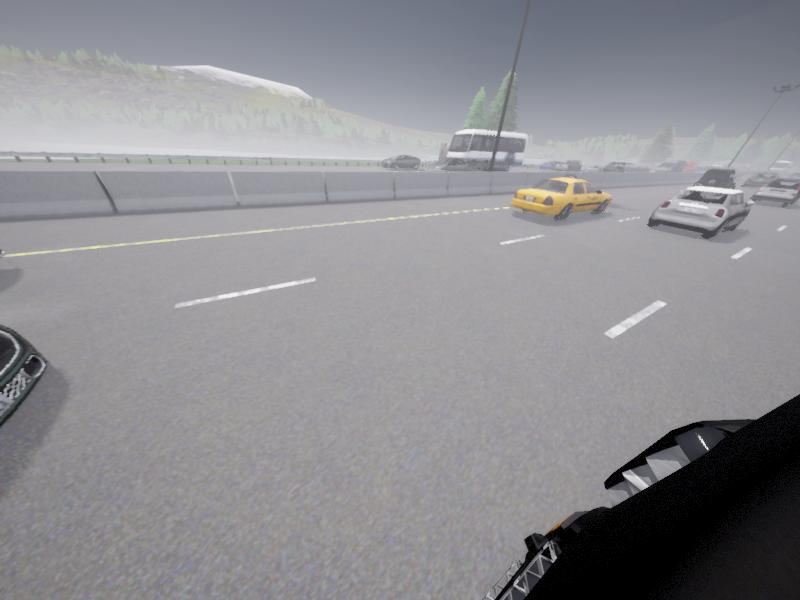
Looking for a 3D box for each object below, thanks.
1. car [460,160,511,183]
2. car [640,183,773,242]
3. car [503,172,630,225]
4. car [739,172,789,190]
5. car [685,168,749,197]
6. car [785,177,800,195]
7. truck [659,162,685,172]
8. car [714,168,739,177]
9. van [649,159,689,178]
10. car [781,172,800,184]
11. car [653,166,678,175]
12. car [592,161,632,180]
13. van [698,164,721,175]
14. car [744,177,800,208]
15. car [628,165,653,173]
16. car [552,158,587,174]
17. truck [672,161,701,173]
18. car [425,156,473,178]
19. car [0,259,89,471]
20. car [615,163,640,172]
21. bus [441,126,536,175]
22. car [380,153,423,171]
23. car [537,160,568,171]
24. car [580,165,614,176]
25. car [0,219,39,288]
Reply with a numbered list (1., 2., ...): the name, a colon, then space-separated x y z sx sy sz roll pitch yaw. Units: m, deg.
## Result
1. car: 7.436 -11.219 20.152 3.705 1.549 1.789 -15 37 -25
2. car: 11.742 -3.512 8.918 3.806 1.475 1.970 -15 38 -25
3. car: 7.241 -4.549 10.024 5.366 1.575 1.801 -15 38 -25
4. car: 44.584 -14.667 28.292 4.611 1.667 2.242 -15 38 -25
5. car: 26.639 -9.913 19.437 3.866 1.878 1.905 -15 38 -25
6. car: 42.325 -11.624 23.636 3.633 1.501 1.845 -10 35 -19
7. truck: 73.199 -35.828 62.236 6.274 2.098 2.390 -15 38 -25
8. car: 75.872 -29.649 53.710 4.902 1.511 2.128 -15 38 -25
9. van: 44.127 -21.532 37.849 5.915 2.561 1.988 -15 37 -25
10. car: 71.013 -21.791 41.246 4.856 1.649 2.033 -15 38 -25
11. car: 52.285 -25.508 45.483 4.193 1.474 1.816 -15 38 -25
12. car: 27.322 -16.728 29.798 3.866 1.878 1.905 -15 38 -25
13. van: 76.890 -32.376 57.380 4.480 2.038 2.069 -15 38 -25
14. car: 26.846 -7.641 16.277 3.988 1.617 1.851 -15 38 -25
15. car: 49.298 -26.839 47.414 4.718 1.301 1.895 -15 38 -25
16. car: 26.415 -20.895 36.038 4.605 1.855 1.932 -15 37 -25
17. truck: 72.497 -33.580 58.444 5.204 2.467 2.627 -15 38 -25
18. car: 4.642 -12.699 22.112 3.988 1.617 1.851 -15 38 -25
19. car: -5.156 0.919 0.547 4.553 1.767 2.097 -15 38 -25
20. car: 50.609 -29.520 51.316 4.974 1.542 2.038 -15 38 -25
21. bus: 10.431 -17.482 27.412 10.273 4.253 3.944 -15 38 -25
22. car: 0.157 -15.874 26.618 4.514 1.525 2.007 -15 38 -25
23. car: 25.904 -22.824 39.232 4.514 1.525 2.007 -15 38 -25
24. car: 29.167 -19.191 34.214 4.718 1.301 1.895 -15 38 -25
25. car: -8.684 -0.268 2.212 5.027 1.651 2.152 -15 38 -25
